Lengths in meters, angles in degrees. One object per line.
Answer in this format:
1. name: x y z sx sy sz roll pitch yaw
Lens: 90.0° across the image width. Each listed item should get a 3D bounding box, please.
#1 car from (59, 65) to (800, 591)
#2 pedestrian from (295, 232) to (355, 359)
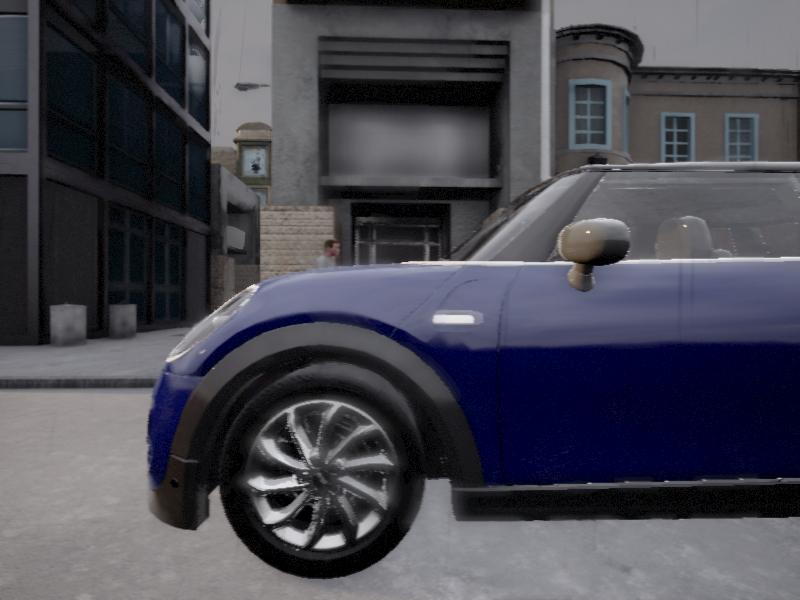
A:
1. car: 1.110 0.094 2.436 4.553 1.767 2.097 0 0 -1
2. pedestrian: -1.152 -0.069 6.289 0.751 1.860 0.751 0 0 6
